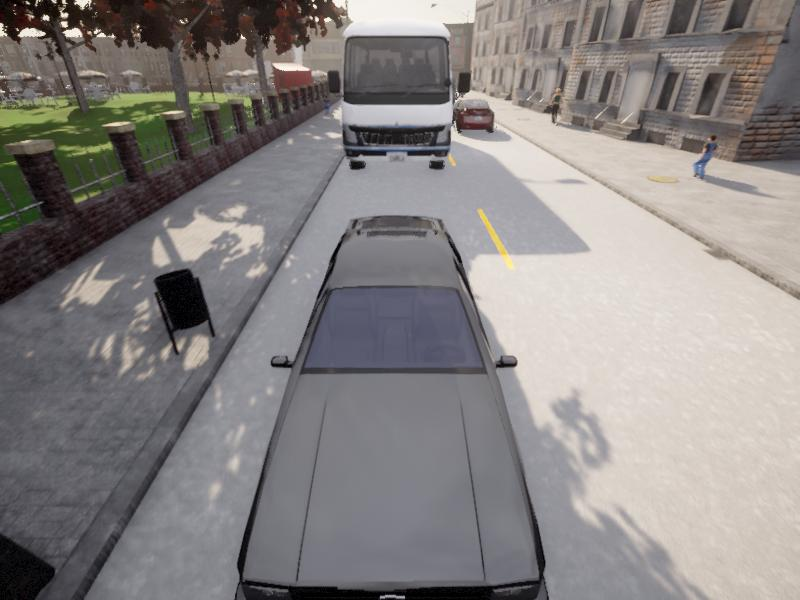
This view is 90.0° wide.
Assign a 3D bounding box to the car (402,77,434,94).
[{"bbox_3d":[2.395,-29.327,54.590,1.932,1.855,4.605,-19,35,-29],"label":"car"}]

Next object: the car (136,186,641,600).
[{"bbox_3d":[-0.050,0.191,4.278,2.033,1.411,5.357,0,30,0],"label":"car"}]

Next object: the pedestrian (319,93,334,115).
[{"bbox_3d":[-4.943,-13.216,26.983,0.751,1.300,0.751,0,30,0],"label":"pedestrian"}]

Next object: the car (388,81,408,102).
[{"bbox_3d":[-0.214,-21.149,40.436,1.930,1.638,5.238,0,30,0],"label":"car"}]

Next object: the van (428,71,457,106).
[{"bbox_3d":[3.779,-19.437,36.631,1.988,2.561,5.915,0,30,0],"label":"van"}]

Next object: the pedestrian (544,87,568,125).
[{"bbox_3d":[8.739,-10.876,22.448,0.751,1.860,0.751,-1,30,-2],"label":"pedestrian"}]

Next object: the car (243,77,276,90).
[{"bbox_3d":[-20.740,-31.938,59.059,3.988,1.617,1.851,0,30,0],"label":"car"}]

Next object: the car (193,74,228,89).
[{"bbox_3d":[-27.849,-32.123,58.888,3.866,1.878,1.905,0,30,0],"label":"car"}]

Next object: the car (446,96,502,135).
[{"bbox_3d":[3.859,-10.128,21.797,2.163,1.488,4.792,0,30,0],"label":"car"}]

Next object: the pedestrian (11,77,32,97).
[{"bbox_3d":[-40.133,-22.603,42.399,0.751,1.860,0.751,0,30,-1],"label":"pedestrian"}]

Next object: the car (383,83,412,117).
[{"bbox_3d":[-0.181,-14.339,28.572,1.905,1.878,3.866,0,30,0],"label":"car"}]

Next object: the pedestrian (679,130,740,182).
[{"bbox_3d":[8.888,-4.167,11.556,0.751,1.300,0.751,-3,31,-5],"label":"pedestrian"}]

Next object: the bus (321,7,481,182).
[{"bbox_3d":[0.011,-7.956,15.354,3.944,4.253,10.273,0,30,0],"label":"bus"}]
